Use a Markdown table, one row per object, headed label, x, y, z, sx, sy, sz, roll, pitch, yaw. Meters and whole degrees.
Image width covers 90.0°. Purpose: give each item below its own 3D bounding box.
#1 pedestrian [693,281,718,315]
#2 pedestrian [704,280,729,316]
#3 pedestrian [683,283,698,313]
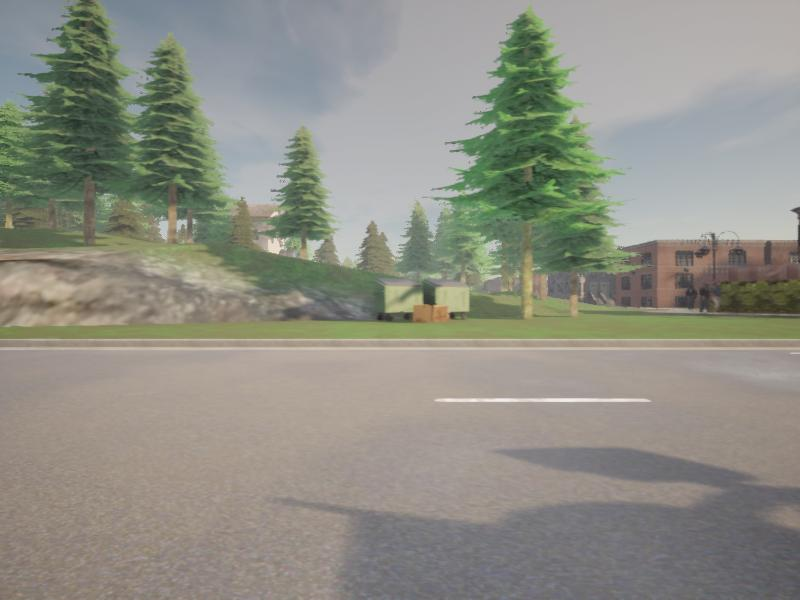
| label | x | y | z | sx | sy | sz | roll | pitch | yaw |
| --- | --- | --- | --- | --- | --- | --- | --- | --- | --- |
| pedestrian | 16.704 | -0.114 | 21.887 | 0.751 | 1.860 | 0.751 | 0 | 0 | -3 |
| pedestrian | 16.717 | -0.114 | 21.148 | 0.751 | 1.860 | 0.751 | 0 | 0 | -8 |
| pedestrian | 18.678 | -0.114 | 25.710 | 0.751 | 1.860 | 0.751 | 0 | 0 | 42 |
